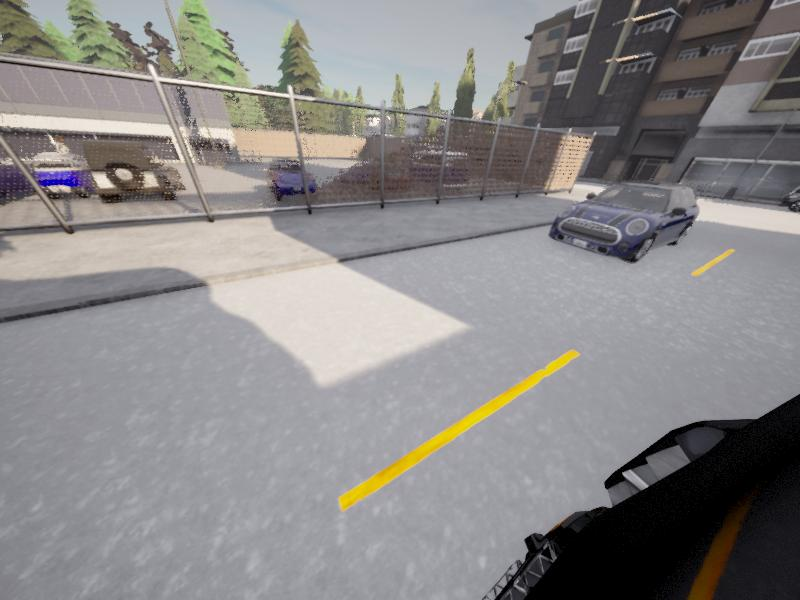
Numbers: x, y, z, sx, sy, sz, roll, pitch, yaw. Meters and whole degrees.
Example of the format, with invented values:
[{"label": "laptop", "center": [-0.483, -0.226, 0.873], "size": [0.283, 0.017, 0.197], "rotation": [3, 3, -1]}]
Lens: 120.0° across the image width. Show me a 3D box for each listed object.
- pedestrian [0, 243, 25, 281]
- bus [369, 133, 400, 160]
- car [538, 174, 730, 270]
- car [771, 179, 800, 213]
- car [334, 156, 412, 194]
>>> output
[{"label": "pedestrian", "center": [-6.706, -1.045, 3.091], "size": [0.751, 1.860, 0.751], "rotation": [-8, 35, -16]}, {"label": "bus", "center": [-3.006, -32.679, 49.103], "size": [3.944, 4.253, 10.273], "rotation": [8, 35, 10]}, {"label": "car", "center": [6.639, -2.516, 6.658], "size": [4.553, 1.767, 2.097], "rotation": [-16, 38, -26]}, {"label": "car", "center": [24.756, -5.332, 12.450], "size": [2.242, 1.667, 4.611], "rotation": [-16, 38, -26]}, {"label": "car", "center": [-1.450, -6.947, 12.791], "size": [3.705, 1.547, 1.789], "rotation": [-16, 38, -26]}]
